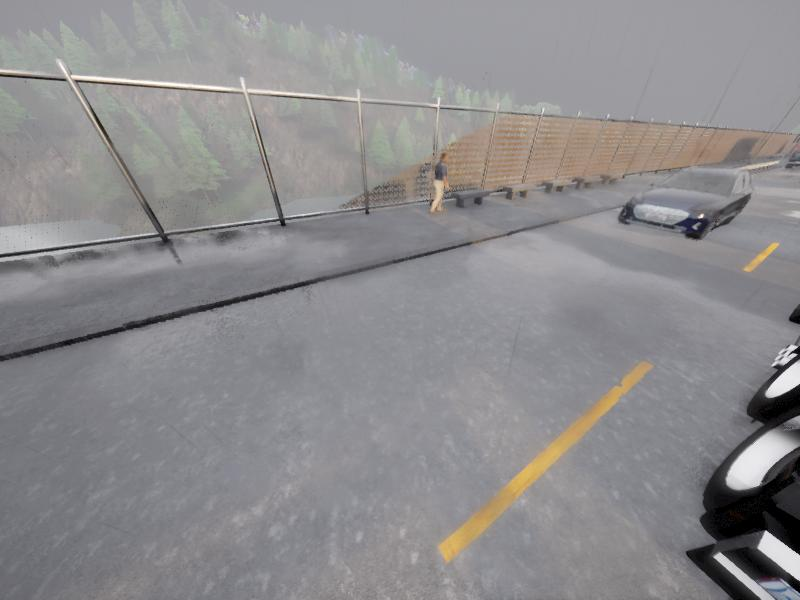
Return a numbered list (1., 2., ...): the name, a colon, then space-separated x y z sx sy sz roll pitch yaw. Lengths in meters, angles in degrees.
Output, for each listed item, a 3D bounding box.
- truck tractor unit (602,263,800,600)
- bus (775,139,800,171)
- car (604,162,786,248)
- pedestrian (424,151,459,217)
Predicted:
1. truck tractor unit: 5.108 -0.304 0.785 6.516 4.208 3.053 -18 39 -24
2. bus: 42.103 -14.965 22.056 10.273 4.253 3.944 -18 39 -24
3. car: 9.220 -3.227 7.272 4.856 1.649 2.033 -18 39 -24
4. pedestrian: 1.313 -3.792 7.602 0.751 1.860 0.751 -4 35 -6
